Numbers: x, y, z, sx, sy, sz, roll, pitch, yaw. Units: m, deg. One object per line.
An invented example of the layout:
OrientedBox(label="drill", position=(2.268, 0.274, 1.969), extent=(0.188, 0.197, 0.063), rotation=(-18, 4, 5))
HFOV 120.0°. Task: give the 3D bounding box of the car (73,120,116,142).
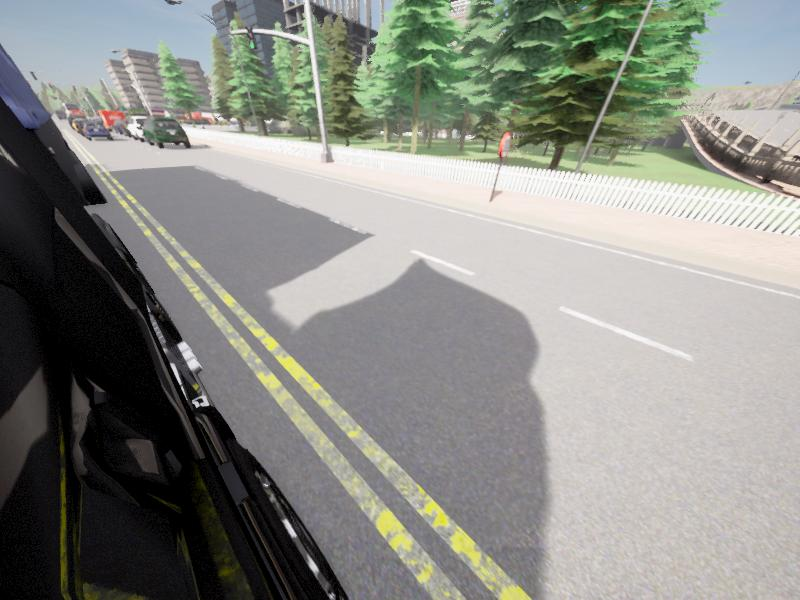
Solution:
OrientedBox(label="car", position=(-29.843, -16.569, 22.582), extent=(3.705, 1.549, 1.789), rotation=(28, 44, 30))

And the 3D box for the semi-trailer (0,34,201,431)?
OrientedBox(label="semi-trailer", position=(-8.654, -3.636, 4.269), extent=(14.254, 4.402, 2.717), rotation=(29, 44, 30))

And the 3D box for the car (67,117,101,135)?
OrientedBox(label="car", position=(-39.995, -22.040, 29.212), extent=(5.366, 1.575, 1.801), rotation=(28, 44, 30))

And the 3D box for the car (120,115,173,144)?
OrientedBox(label="car", position=(-25.785, -17.327, 23.460), extent=(5.566, 2.045, 2.150), rotation=(28, 44, 30))

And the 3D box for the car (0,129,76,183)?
OrientedBox(label="car", position=(-15.545, -6.043, 9.516), extent=(3.806, 1.475, 1.970), rotation=(29, 44, 30))

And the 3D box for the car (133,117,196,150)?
OrientedBox(label="car", position=(-20.208, -14.331, 19.818), extent=(5.566, 2.045, 2.150), rotation=(28, 43, 30))

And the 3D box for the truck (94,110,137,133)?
OrientedBox(label="truck", position=(-41.161, -25.773, 33.394), extent=(5.204, 2.467, 2.627), rotation=(28, 44, 30))

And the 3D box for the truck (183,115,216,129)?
OrientedBox(label="truck", position=(-50.047, -44.435, 57.825), extent=(2.627, 2.467, 5.204), rotation=(27, 43, 29))

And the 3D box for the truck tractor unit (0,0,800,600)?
OrientedBox(label="truck tractor unit", position=(-2.645, -0.295, 0.352), extent=(6.516, 4.208, 3.053), rotation=(28, 44, 30))

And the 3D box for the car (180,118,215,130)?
OrientedBox(label="car", position=(-48.308, -42.172, 55.253), extent=(2.150, 2.045, 5.566), rotation=(27, 43, 29))

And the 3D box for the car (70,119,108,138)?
OrientedBox(label="car", position=(-34.668, -19.130, 25.757), extent=(4.193, 1.474, 1.816), rotation=(28, 44, 30))

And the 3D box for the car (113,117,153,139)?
OrientedBox(label="car", position=(-31.322, -20.237, 27.129), extent=(4.605, 1.855, 1.932), rotation=(28, 44, 30))
